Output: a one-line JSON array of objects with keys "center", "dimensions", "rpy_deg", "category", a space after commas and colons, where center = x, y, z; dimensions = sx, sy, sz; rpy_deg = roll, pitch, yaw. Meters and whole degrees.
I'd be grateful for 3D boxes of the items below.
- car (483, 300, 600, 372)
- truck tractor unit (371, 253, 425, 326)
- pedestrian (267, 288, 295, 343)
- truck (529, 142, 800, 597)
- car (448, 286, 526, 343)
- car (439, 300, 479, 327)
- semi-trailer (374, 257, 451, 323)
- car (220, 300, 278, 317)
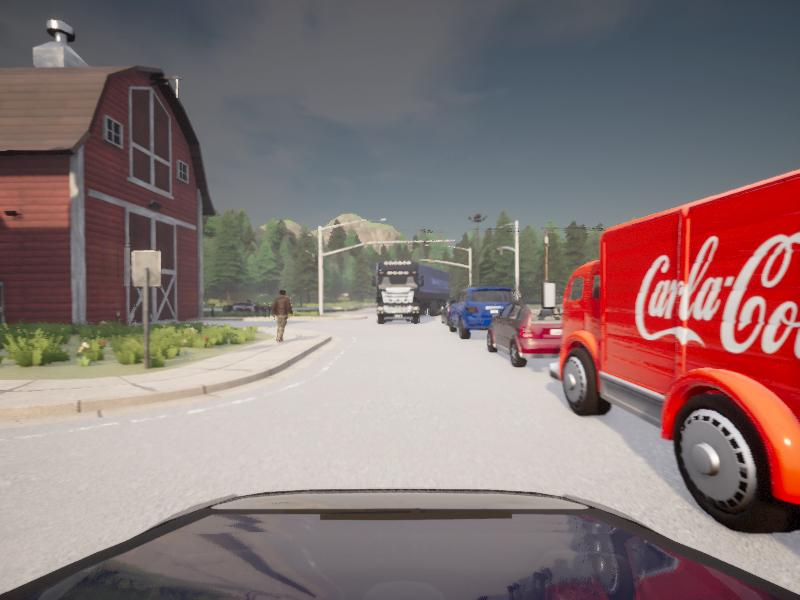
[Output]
[{"center": [3.478, 0.791, 10.596], "dimensions": [1.789, 1.549, 3.705], "rpy_deg": [-1, 0, 0], "category": "car"}, {"center": [-0.097, -0.593, 26.322], "dimensions": [3.053, 4.208, 6.516], "rpy_deg": [0, 0, 0], "category": "truck tractor unit"}, {"center": [-4.109, 0.522, 13.860], "dimensions": [0.751, 1.860, 0.751], "rpy_deg": [-1, 0, -2], "category": "pedestrian"}, {"center": [3.480, 0.360, 4.083], "dimensions": [2.627, 2.467, 5.204], "rpy_deg": [-1, 0, 0], "category": "truck"}, {"center": [3.463, 0.514, 17.227], "dimensions": [2.150, 2.045, 5.566], "rpy_deg": [-1, 0, 0], "category": "car"}, {"center": [3.470, 0.737, 24.006], "dimensions": [1.845, 1.501, 3.633], "rpy_deg": [0, 0, 0], "category": "car"}, {"center": [1.701, -0.735, 33.956], "dimensions": [2.717, 4.402, 14.254], "rpy_deg": [-1, 0, 18], "category": "semi-trailer"}, {"center": [-15.374, 0.824, 40.937], "dimensions": [5.238, 1.638, 1.930], "rpy_deg": [-1, 0, 1], "category": "car"}]
